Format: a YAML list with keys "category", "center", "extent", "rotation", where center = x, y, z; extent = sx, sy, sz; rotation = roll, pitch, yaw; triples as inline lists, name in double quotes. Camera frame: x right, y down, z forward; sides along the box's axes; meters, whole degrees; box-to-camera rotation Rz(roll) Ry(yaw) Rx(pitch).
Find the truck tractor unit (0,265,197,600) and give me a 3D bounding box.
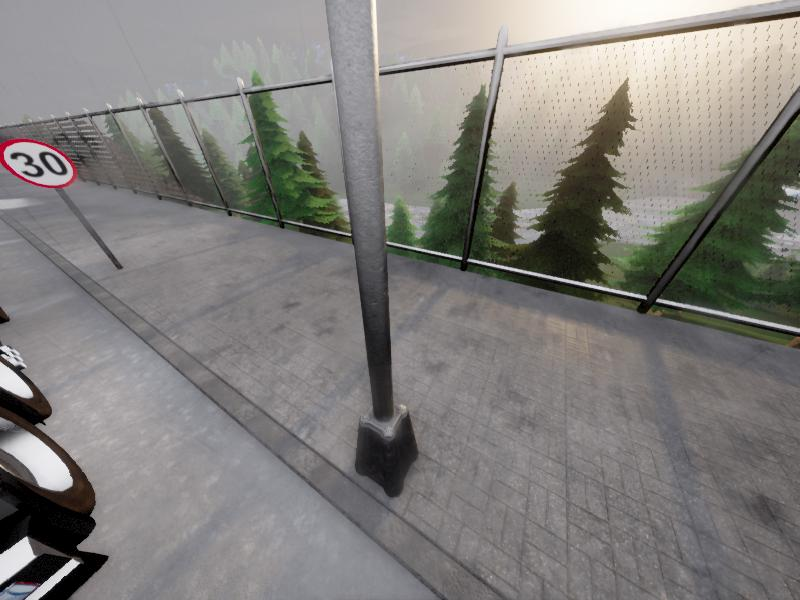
- category: "truck tractor unit"
  center: [-5.113, -0.299, 0.778]
  extent: [6.516, 4.208, 3.053]
  rotation: [18, 39, 24]
